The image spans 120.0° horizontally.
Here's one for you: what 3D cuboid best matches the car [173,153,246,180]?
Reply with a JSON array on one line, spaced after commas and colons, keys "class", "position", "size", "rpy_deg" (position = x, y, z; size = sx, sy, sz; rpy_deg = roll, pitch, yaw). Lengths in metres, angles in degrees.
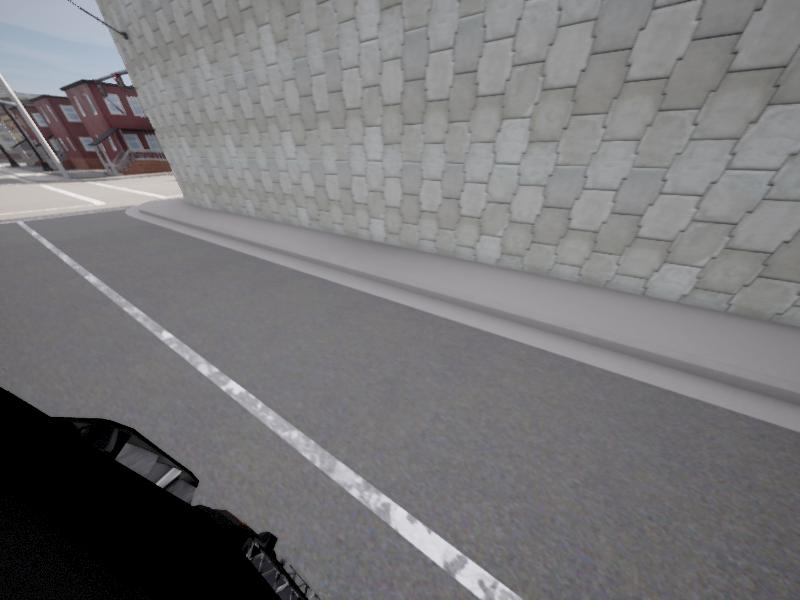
[{"class": "car", "position": [-18.396, -13.161, 22.617], "size": [2.033, 1.649, 4.856], "rpy_deg": [17, 41, 25]}]
